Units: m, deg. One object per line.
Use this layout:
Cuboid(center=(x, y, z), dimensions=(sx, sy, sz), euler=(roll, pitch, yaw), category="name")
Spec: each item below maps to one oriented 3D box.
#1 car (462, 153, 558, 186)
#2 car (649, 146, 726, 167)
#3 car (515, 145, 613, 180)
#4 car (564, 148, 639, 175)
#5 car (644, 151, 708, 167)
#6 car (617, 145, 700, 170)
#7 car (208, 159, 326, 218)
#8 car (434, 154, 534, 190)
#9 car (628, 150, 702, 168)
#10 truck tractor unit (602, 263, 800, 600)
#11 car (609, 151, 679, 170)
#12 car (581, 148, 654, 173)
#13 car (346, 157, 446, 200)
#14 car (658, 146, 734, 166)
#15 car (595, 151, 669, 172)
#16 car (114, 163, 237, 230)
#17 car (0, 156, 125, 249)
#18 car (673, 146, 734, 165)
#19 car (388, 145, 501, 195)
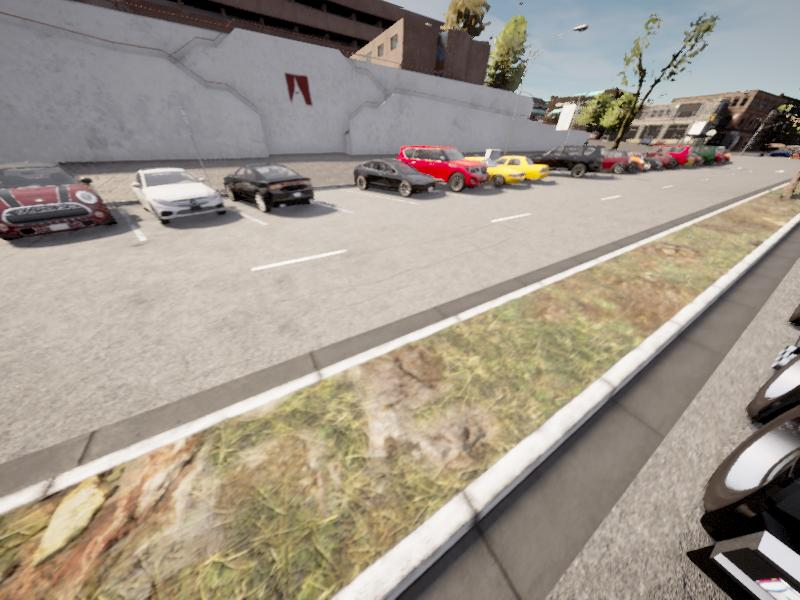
Cuboid(center=(7.279, -9.096, 15.853), dimensions=(5.366, 1.575, 1.946), euler=(25, 42, 32), category="car")
Cuboid(center=(36.030, -18.351, 29.335), dimensions=(5.566, 2.045, 2.435), euler=(26, 42, 32), category="car")
Cuboid(center=(12.598, -10.916, 18.110), dimensions=(5.566, 2.045, 2.435), euler=(25, 42, 32), category="car")
Cuboid(center=(17.849, -12.455, 20.641), dimensions=(4.553, 1.767, 2.185), euler=(25, 42, 32), category="car")
Cuboid(center=(33.441, -17.277, 28.236), dimensions=(4.674, 1.452, 2.002), euler=(25, 42, 32), category="car")
Cuboid(center=(28.207, -15.887, 25.596), dimensions=(5.566, 2.045, 2.435), euler=(25, 41, 32), category="car")
Cuboid(center=(-5.578, -4.815, 9.563), dimensions=(5.008, 1.535, 2.097), euler=(25, 42, 32), category="car")
Cuboid(center=(4.968, -8.127, 14.418), dimensions=(5.366, 1.575, 1.946), euler=(25, 41, 32), category="car")
Cuboid(center=(30.690, -16.561, 27.068), dimensions=(5.366, 1.575, 1.946), euler=(25, 42, 32), category="car")
Cuboid(center=(5.108, -0.302, 0.789), dimensions=(6.516, 4.208, 3.053), euler=(-18, 39, -24), category="truck tractor unit")
Cuboid(center=(25.602, -14.829, 24.503), dimensions=(4.792, 1.488, 2.163), euler=(25, 42, 32), category="car")
Cuboid(center=(20.405, -13.310, 21.927), dimensions=(4.553, 1.767, 2.185), euler=(25, 41, 32), category="car")
Cuboid(center=(-0.354, -6.473, 12.045), dimensions=(4.792, 1.488, 2.163), euler=(25, 41, 32), category="car")
Cuboid(center=(38.697, -19.150, 30.550), dimensions=(5.566, 2.045, 2.435), euler=(26, 41, 32), category="car")
Cuboid(center=(23.025, -14.022, 23.232), dimensions=(4.892, 1.521, 2.231), euler=(25, 41, 32), category="car")
Cuboid(center=(-8.183, -3.945, 8.355), dimensions=(4.674, 1.452, 2.002), euler=(25, 41, 32), category="car")
Cuboid(center=(-10.806, -3.253, 7.039), dimensions=(4.553, 1.767, 2.185), euler=(25, 41, 32), category="car")
Cuboid(center=(41.384, -19.907, 31.749), dimensions=(4.442, 1.987, 1.878), euler=(26, 41, 33), category="car")
Cuboid(center=(2.248, -7.549, 13.128), dimensions=(5.566, 2.045, 2.435), euler=(25, 41, 32), category="car")
